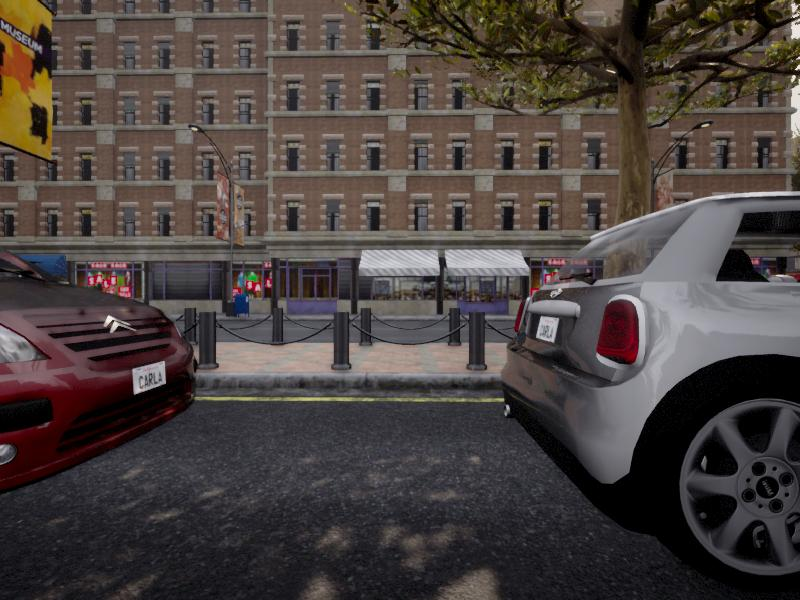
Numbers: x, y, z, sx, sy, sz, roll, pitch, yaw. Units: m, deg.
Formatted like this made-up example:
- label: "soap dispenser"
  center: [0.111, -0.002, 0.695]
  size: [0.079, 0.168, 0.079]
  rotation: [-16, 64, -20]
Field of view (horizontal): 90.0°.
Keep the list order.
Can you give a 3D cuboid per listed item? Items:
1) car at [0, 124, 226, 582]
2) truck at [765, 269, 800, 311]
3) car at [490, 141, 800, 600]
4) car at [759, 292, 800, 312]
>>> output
- label: "car"
  center: [-3.390, 0.188, 2.287]
  size: [3.988, 1.617, 1.851]
  rotation: [0, 0, 1]
- label: "truck"
  center: [38.062, -0.920, 35.935]
  size: [2.891, 3.827, 8.468]
  rotation: [0, 0, 1]
- label: "car"
  center: [2.600, 0.253, 2.173]
  size: [3.806, 1.475, 1.970]
  rotation: [0, 0, 1]
- label: "car"
  center: [34.548, 0.171, 34.748]
  size: [1.930, 1.638, 5.238]
  rotation: [0, 0, 0]
